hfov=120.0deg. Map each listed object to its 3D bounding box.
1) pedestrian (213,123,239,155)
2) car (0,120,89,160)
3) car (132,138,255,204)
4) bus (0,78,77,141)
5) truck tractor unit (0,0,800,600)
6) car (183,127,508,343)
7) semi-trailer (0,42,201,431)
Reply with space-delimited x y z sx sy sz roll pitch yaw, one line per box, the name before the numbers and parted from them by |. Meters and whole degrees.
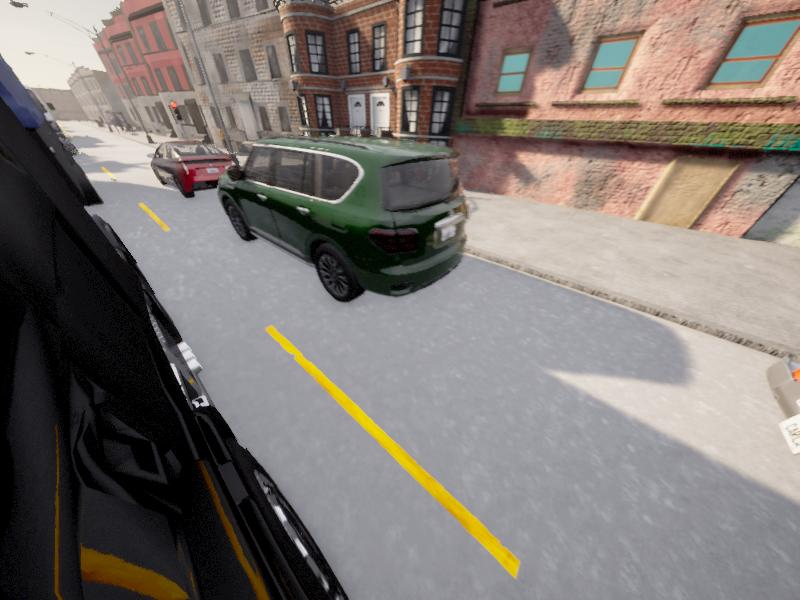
pedestrian | -12.460 -11.544 16.615 0.751 1.860 0.751 29 44 31
car | -22.093 -9.454 13.577 4.611 1.667 2.242 10 36 9
car | -7.714 -5.001 8.618 4.514 1.525 2.007 28 43 30
bus | -36.818 -18.552 22.714 10.273 4.253 3.944 28 44 30
truck tractor unit | -2.645 -0.295 0.351 6.516 4.208 3.053 28 44 30
car | -1.425 -1.878 4.380 5.566 2.045 2.150 28 43 30
semi-trailer | -8.700 -3.594 4.241 14.254 4.402 2.717 28 44 30
